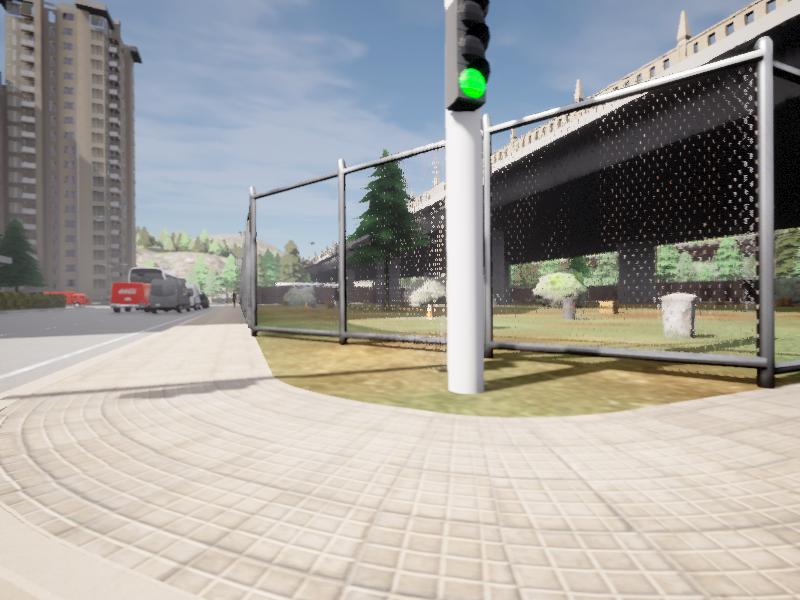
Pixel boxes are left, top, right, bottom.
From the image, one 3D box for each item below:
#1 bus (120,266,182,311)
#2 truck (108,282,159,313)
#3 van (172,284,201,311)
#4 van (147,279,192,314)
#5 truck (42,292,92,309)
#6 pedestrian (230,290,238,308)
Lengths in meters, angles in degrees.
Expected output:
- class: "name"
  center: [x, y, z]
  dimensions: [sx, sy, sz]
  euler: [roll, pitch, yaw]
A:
- class: "bus"
  center: [-26.383, -1.062, 43.083]
  dimensions: [3.944, 4.253, 10.273]
  euler: [-1, 0, -22]
- class: "truck"
  center: [-22.645, -0.181, 34.249]
  dimensions: [2.627, 2.467, 5.204]
  euler: [-1, 0, -22]
- class: "van"
  center: [-21.116, -0.240, 39.781]
  dimensions: [1.988, 2.561, 5.915]
  euler: [-1, 0, -22]
- class: "van"
  center: [-18.207, -0.245, 31.925]
  dimensions: [1.988, 2.561, 5.915]
  euler: [-1, 0, -19]
- class: "truck"
  center: [-50.282, 0.041, 60.607]
  dimensions: [5.204, 2.467, 2.627]
  euler: [-1, 0, -22]
- class: "pedestrian"
  center: [-17.206, -0.117, 41.481]
  dimensions: [0.751, 1.860, 0.751]
  euler: [-1, 0, -20]
